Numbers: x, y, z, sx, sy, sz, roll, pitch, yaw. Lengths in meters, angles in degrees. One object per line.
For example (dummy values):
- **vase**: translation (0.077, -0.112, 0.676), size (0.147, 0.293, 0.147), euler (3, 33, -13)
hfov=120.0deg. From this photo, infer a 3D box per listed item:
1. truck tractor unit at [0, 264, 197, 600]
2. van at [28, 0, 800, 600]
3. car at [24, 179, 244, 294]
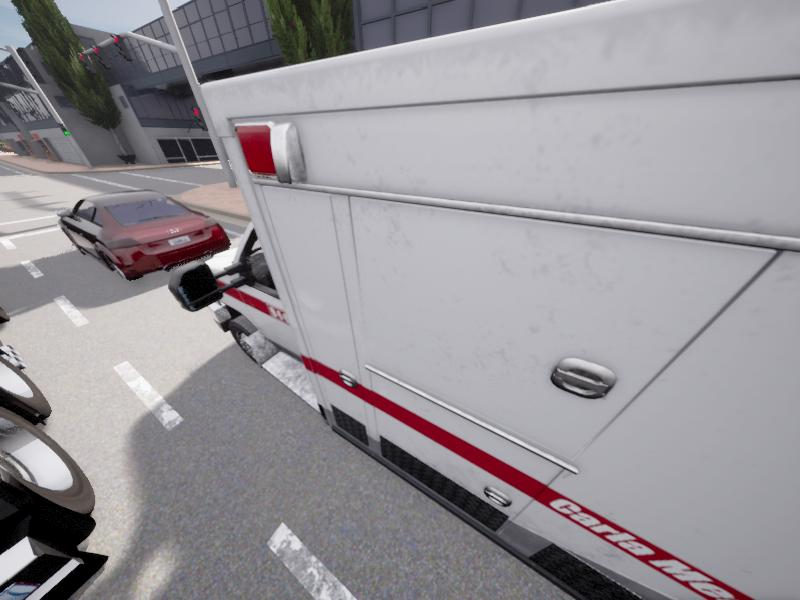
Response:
- **truck tractor unit**: translation (-5.111, -0.300, 0.779), size (6.516, 4.208, 3.053), euler (18, 39, 24)
- **van**: translation (0.819, 0.055, 1.788), size (6.366, 2.431, 2.351), euler (18, 39, 24)
- **car**: translation (-6.099, -1.777, 5.394), size (4.181, 1.385, 1.994), euler (18, 39, 25)
